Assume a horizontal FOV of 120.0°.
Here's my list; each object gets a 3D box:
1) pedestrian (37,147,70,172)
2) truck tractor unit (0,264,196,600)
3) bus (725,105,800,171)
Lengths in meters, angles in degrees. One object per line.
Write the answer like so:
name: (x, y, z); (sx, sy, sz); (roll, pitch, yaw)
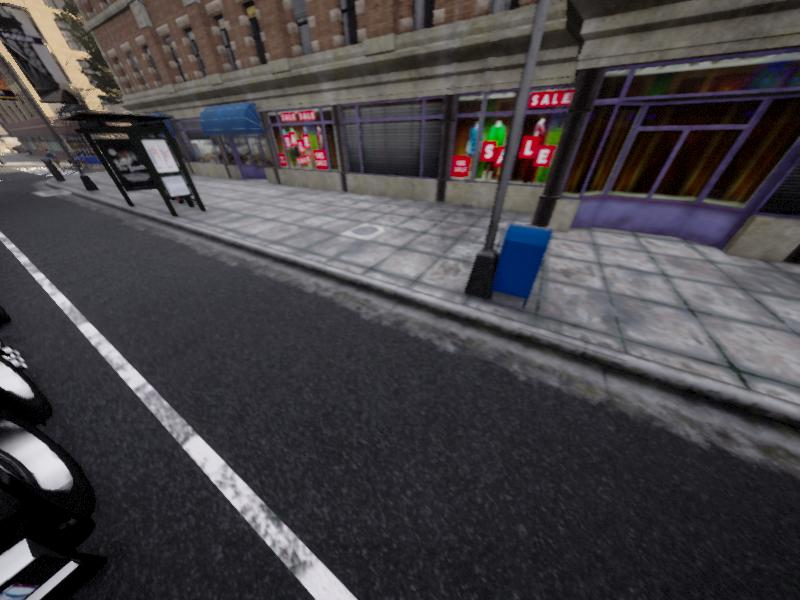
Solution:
pedestrian: (-31.512, -12.804, 21.054); (0.751, 1.860, 0.751); (15, 38, 21)
truck tractor unit: (-5.113, -0.297, 0.789); (6.516, 4.208, 3.053); (18, 39, 24)
bus: (35.131, -12.418, 17.803); (10.273, 4.253, 3.944); (18, 39, 24)
